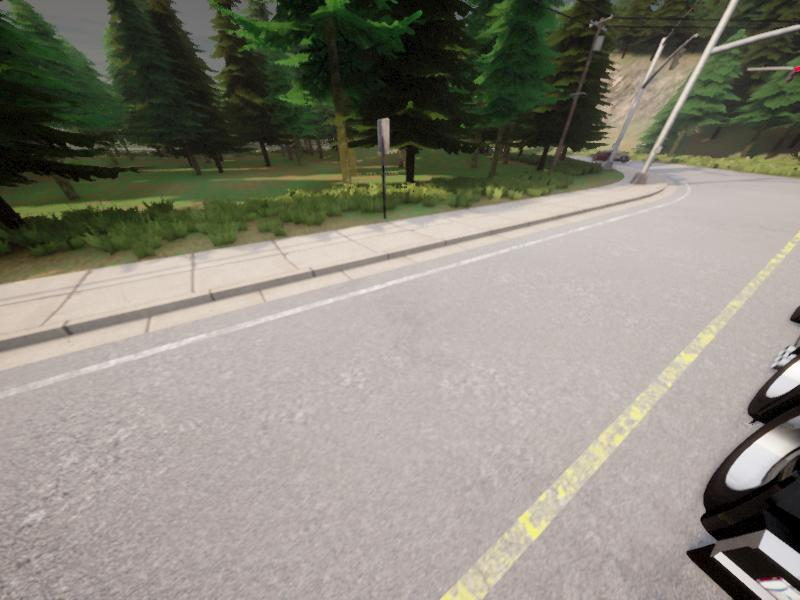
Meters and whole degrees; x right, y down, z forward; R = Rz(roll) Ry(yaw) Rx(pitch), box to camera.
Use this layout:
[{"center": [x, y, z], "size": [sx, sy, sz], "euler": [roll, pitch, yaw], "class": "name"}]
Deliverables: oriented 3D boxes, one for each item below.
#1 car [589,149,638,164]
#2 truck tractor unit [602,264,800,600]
[{"center": [25.726, -17.529, 28.101], "size": [1.994, 1.385, 4.181], "euler": [0, 35, -1], "class": "car"}, {"center": [5.116, -0.293, 0.792], "size": [6.516, 4.208, 3.053], "euler": [-18, 39, -24], "class": "truck tractor unit"}]
